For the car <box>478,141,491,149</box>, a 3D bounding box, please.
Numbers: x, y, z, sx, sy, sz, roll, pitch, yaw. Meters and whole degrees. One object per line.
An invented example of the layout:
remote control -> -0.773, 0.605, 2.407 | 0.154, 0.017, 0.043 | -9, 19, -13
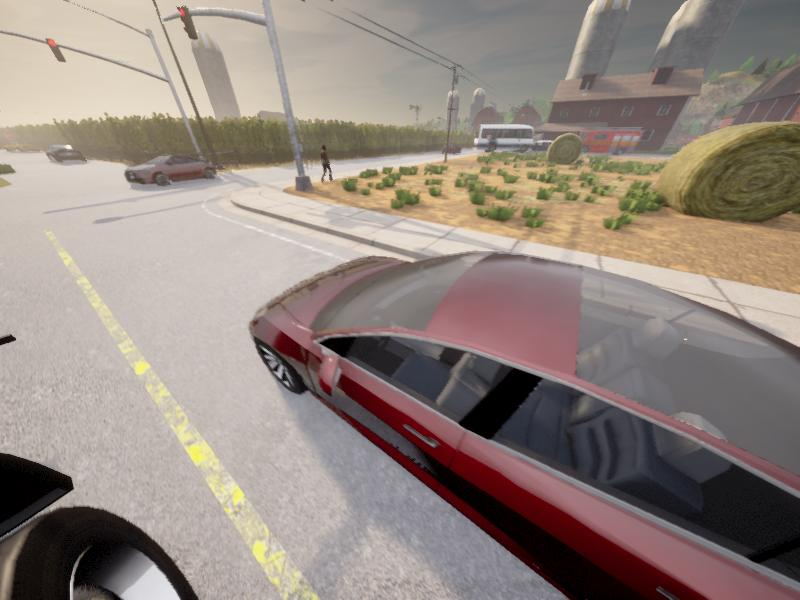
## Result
car -> 23.502, -43.111, 64.227 | 2.038, 1.542, 4.974 | 18, 39, 24

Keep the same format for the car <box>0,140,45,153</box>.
car -> -60.236, -24.392, 36.658 | 5.366, 1.575, 1.801 | 8, 35, 11

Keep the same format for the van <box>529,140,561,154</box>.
van -> 26.942, -28.450, 42.918 | 4.480, 2.038, 2.069 | 19, 39, 24

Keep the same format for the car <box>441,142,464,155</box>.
car -> 8.853, -25.466, 38.741 | 2.097, 1.767, 4.553 | 19, 39, 25

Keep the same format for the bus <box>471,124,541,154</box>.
bus -> 19.125, -29.567, 42.511 | 10.273, 4.253, 3.944 | 2, 35, 2

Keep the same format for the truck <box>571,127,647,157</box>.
truck -> 34.497, -26.602, 38.822 | 8.468, 3.827, 2.891 | 19, 39, 24

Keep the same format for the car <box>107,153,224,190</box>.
car -> -13.316, -7.650, 13.532 | 1.994, 1.385, 4.181 | 13, 37, 17

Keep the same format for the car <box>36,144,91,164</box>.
car -> -35.042, -15.288, 24.065 | 4.792, 1.488, 2.163 | 20, 39, 25

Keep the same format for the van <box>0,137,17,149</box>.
van -> -76.619, -30.289, 44.514 | 4.442, 1.987, 1.775 | 20, 39, 25

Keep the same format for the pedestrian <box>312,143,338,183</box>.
pedestrian -> -4.100, -7.562, 12.770 | 0.751, 1.860, 0.751 | 18, 39, 23

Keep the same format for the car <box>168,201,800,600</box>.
car -> 0.639, 0.444, 2.009 | 4.792, 1.488, 2.163 | 22, 40, 27
